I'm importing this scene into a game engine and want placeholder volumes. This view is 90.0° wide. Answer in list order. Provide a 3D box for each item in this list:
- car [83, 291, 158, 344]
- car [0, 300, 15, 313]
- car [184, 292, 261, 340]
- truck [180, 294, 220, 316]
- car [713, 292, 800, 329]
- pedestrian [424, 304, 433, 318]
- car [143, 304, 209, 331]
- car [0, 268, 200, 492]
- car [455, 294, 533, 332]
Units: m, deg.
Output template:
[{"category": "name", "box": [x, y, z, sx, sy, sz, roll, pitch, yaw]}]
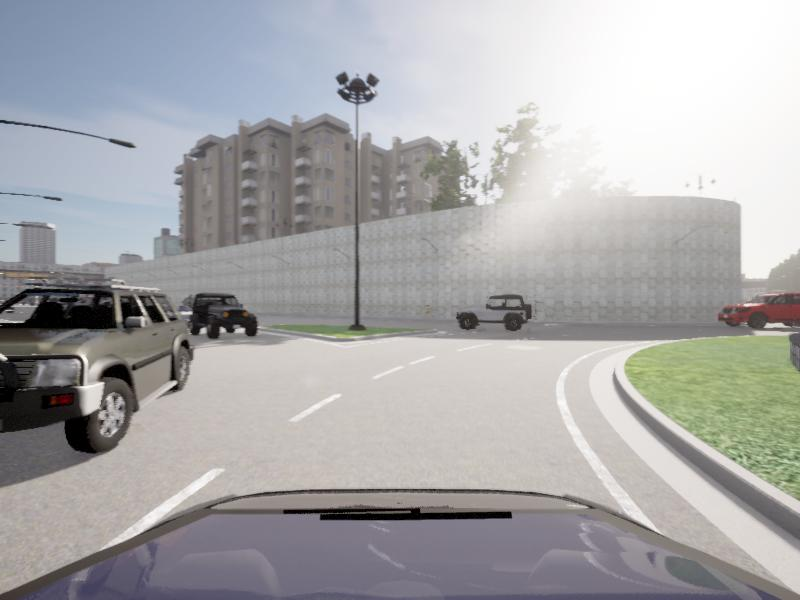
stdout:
[{"category": "car", "box": [-11.459, 0.625, 16.317, 1.905, 1.878, 3.866, 0, 0, -44]}, {"category": "car", "box": [-46.710, 0.759, 46.853, 4.892, 1.490, 1.837, 0, 0, 40]}, {"category": "car", "box": [-7.902, 0.632, 17.667, 1.905, 1.878, 3.866, 0, 0, -44]}, {"category": "truck", "box": [-20.552, 0.504, 40.940, 2.390, 2.098, 6.274, 0, 0, -39]}, {"category": "car", "box": [21.857, 0.607, 23.181, 5.566, 2.045, 2.150, 0, 0, 6]}, {"category": "pedestrian", "box": [2.273, 0.869, 31.633, 0.500, 1.100, 0.500, 0, 0, 39]}, {"category": "car", "box": [-12.612, 0.921, 22.382, 4.718, 1.301, 1.895, 0, 0, 44]}, {"category": "car", "box": [-4.294, 0.644, 5.429, 1.932, 1.855, 4.605, 1, 0, -15]}, {"category": "car", "box": [5.027, 0.655, 21.258, 3.866, 1.878, 1.905, 0, 0, 19]}]
